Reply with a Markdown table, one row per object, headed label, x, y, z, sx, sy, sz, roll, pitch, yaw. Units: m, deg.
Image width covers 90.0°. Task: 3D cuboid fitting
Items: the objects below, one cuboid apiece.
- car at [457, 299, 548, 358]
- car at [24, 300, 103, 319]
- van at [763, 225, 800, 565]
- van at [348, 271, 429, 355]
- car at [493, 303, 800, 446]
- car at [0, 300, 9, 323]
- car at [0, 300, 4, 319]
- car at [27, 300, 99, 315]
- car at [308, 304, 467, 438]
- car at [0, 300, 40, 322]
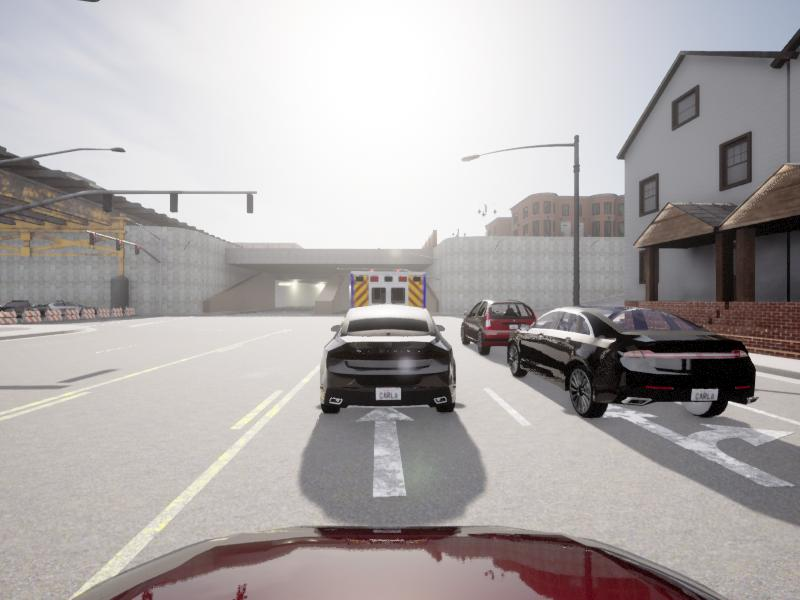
| label | x | y | z | sx | sy | sz | roll | pitch | yaw |
| --- | --- | --- | --- | --- | --- | --- | --- | --- | --- |
| car | 3.116 | 0.788 | 13.044 | 1.851 | 1.617 | 3.988 | 0 | 0 | -2 |
| car | -30.069 | 0.796 | 35.949 | 2.038 | 1.542 | 4.974 | 0 | 0 | 27 |
| van | 3.492 | 0.572 | 0.423 | 2.069 | 2.038 | 4.480 | 0 | 0 | -2 |
| van | -0.436 | 0.378 | 14.773 | 2.351 | 2.431 | 6.366 | 0 | 0 | -2 |
| car | 3.293 | 0.836 | 6.852 | 2.128 | 1.511 | 4.902 | 0 | 0 | -2 |
| car | -28.966 | 0.796 | 26.003 | 2.038 | 1.542 | 4.974 | 0 | 0 | 42 |
| car | -29.000 | 0.638 | 25.964 | 1.853 | 1.218 | 4.536 | 0 | 0 | 42 |
| car | -30.092 | 0.638 | 35.903 | 1.853 | 1.218 | 4.536 | 0 | 0 | 27 |
| car | -0.209 | 0.844 | 7.073 | 1.837 | 1.490 | 4.892 | 0 | 0 | -2 |
| car | -29.116 | 0.796 | 30.609 | 2.038 | 1.542 | 4.974 | 0 | 0 | -38 |
